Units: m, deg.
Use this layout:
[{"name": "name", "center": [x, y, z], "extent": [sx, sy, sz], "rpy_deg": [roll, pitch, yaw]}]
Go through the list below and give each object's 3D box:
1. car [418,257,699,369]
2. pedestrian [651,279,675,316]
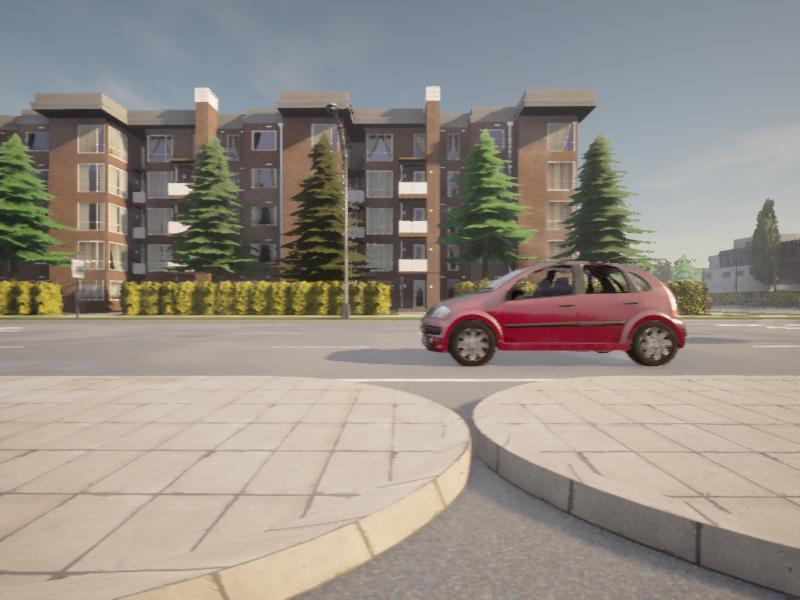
[{"name": "car", "center": [2.342, 0.187, 6.715], "extent": [3.988, 1.617, 1.851], "rpy_deg": [0, 0, 0]}, {"name": "pedestrian", "center": [13.399, -0.124, 20.388], "extent": [0.751, 1.860, 0.751], "rpy_deg": [0, 0, 0]}]
